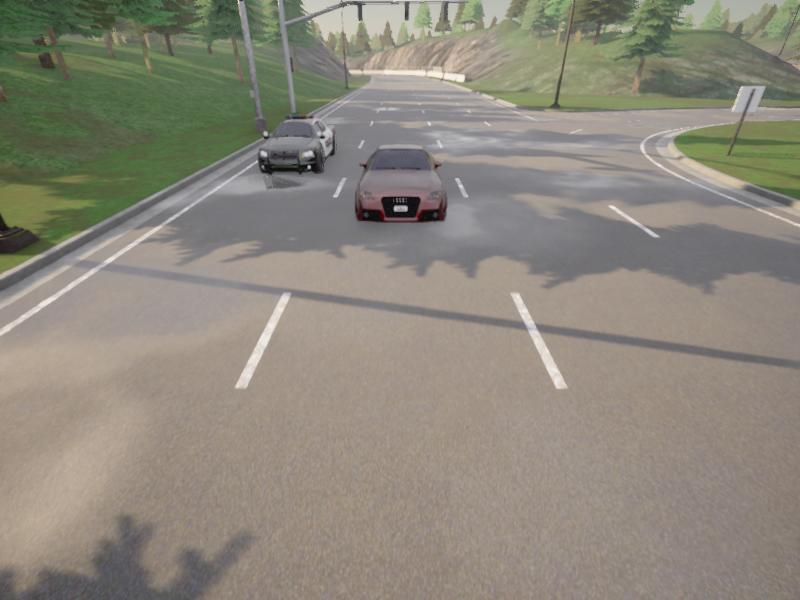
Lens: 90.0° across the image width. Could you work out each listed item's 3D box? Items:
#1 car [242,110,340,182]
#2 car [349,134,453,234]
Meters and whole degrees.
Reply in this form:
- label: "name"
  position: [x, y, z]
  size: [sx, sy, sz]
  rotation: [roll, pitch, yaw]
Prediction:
- label: "car"
  position: [-3.478, -5.518, 13.909]
  size: [2.038, 1.542, 4.974]
  rotation: [0, 30, 0]
- label: "car"
  position: [0.019, -3.027, 9.813]
  size: [1.994, 1.385, 4.181]
  rotation: [0, 30, 0]
